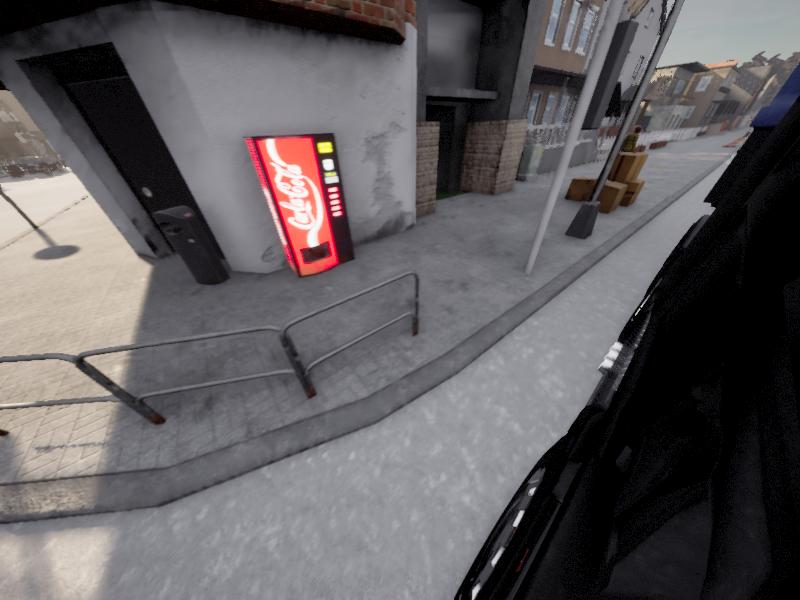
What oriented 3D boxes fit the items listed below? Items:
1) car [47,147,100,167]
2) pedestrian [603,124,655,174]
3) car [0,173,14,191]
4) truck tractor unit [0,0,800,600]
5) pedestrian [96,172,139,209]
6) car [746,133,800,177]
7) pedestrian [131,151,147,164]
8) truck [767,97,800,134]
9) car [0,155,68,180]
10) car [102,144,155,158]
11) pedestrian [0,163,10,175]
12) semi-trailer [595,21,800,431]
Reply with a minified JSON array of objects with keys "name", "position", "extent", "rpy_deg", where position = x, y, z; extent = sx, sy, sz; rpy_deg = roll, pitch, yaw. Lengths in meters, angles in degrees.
[{"name":"car","position":[-37.323,-16.538,26.625],"extent":[2.033,1.649,4.856],"rpy_deg":[-24,41,-27]},{"name":"pedestrian","position":[10.431,-6.897,10.608],"extent":[0.751,1.860,0.751],"rpy_deg":[-5,37,-3]},{"name":"car","position":[-23.702,-6.184,12.005],"extent":[2.163,1.488,4.792],"rpy_deg":[-26,42,-28]},{"name":"truck tractor unit","position":[2.645,-0.295,0.351],"extent":[6.516,4.208,3.053],"rpy_deg":[-28,44,-30]},{"name":"pedestrian","position":[-10.290,-4.008,8.433],"extent":[0.500,1.100,0.500],"rpy_deg":[26,45,33]},{"name":"car","position":[18.302,-6.784,10.665],"extent":[4.181,1.385,1.994],"rpy_deg":[-26,42,-28]},{"name":"pedestrian","position":[-26.926,-14.741,23.863],"extent":[0.500,1.100,0.500],"rpy_deg":[-9,37,-9]},{"name":"truck","position":[55.697,-25.835,32.379],"extent":[8.468,3.827,2.891],"rpy_deg":[-26,42,-28]},{"name":"car","position":[-30.426,-11.150,19.242],"extent":[1.895,1.301,4.718],"rpy_deg":[-26,42,-28]},{"name":"car","position":[-42.432,-23.428,36.300],"extent":[1.882,1.535,5.008],"rpy_deg":[7,37,12]},{"name":"pedestrian","position":[-33.958,-11.464,19.164],"extent":[0.751,1.860,0.751],"rpy_deg":[22,43,29]},{"name":"semi-trailer","position":[8.867,-3.457,4.096],"extent":[14.254,4.402,2.717],"rpy_deg":[-26,42,-28]}]
